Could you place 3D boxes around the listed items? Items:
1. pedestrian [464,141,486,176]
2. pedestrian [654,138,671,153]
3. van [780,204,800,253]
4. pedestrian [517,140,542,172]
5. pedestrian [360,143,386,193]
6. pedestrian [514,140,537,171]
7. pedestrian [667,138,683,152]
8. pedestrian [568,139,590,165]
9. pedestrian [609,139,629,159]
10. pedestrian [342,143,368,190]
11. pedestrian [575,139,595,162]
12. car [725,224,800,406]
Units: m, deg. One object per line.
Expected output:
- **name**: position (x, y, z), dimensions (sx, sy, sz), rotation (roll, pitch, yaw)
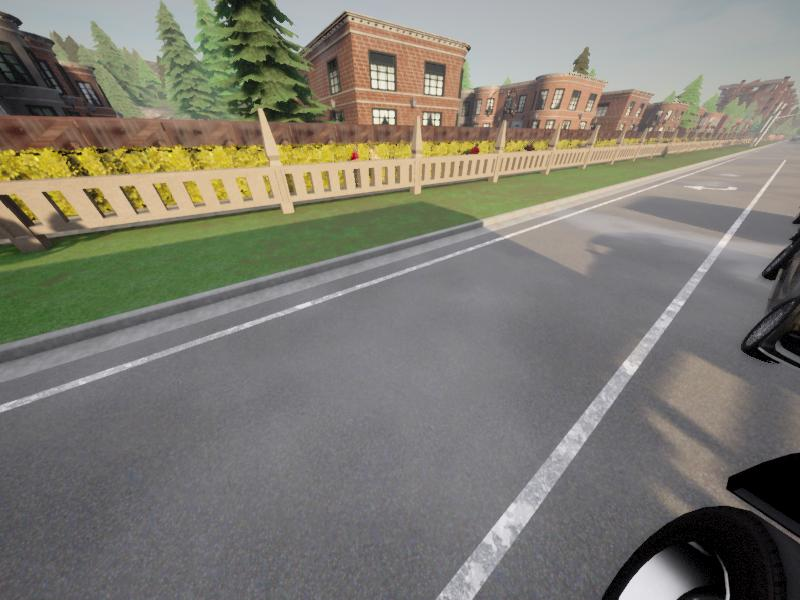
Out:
- **pedestrian**: position (4.847, -9.219, 15.046), dimensions (0.751, 1.860, 0.751), rotation (-20, 40, -25)
- **pedestrian**: position (38.346, -22.561, 33.757), dimensions (0.751, 1.860, 0.751), rotation (-22, 41, -28)
- **van**: position (11.567, -2.375, 5.484), dimensions (4.442, 1.987, 1.775), rotation (-22, 41, -28)
- **pedestrian**: position (9.186, -10.231, 16.454), dimensions (0.751, 1.860, 0.751), rotation (-22, 40, -28)
- **pedestrian**: position (-1.194, -6.009, 10.531), dimensions (0.751, 1.860, 0.751), rotation (-23, 41, -29)
- **pedestrian**: position (9.367, -10.799, 17.258), dimensions (0.751, 1.860, 0.751), rotation (-20, 40, -26)
- **pedestrian**: position (42.890, -24.221, 36.086), dimensions (0.751, 1.860, 0.751), rotation (-23, 41, -29)
- **pedestrian**: position (15.779, -13.060, 20.424), dimensions (0.751, 1.860, 0.751), rotation (-24, 41, -29)
- **pedestrian**: position (24.515, -16.923, 25.848), dimensions (0.751, 1.860, 0.751), rotation (-23, 41, -28)
- **pedestrian**: position (-2.120, -6.374, 11.056), dimensions (0.751, 1.860, 0.751), rotation (-25, 42, -31)
- **pedestrian**: position (18.024, -14.551, 22.525), dimensions (0.751, 1.860, 0.751), rotation (-22, 41, -28)
- **car**: position (6.485, -0.150, 2.687), dimensions (5.027, 1.651, 2.152), rotation (-22, 41, -28)
